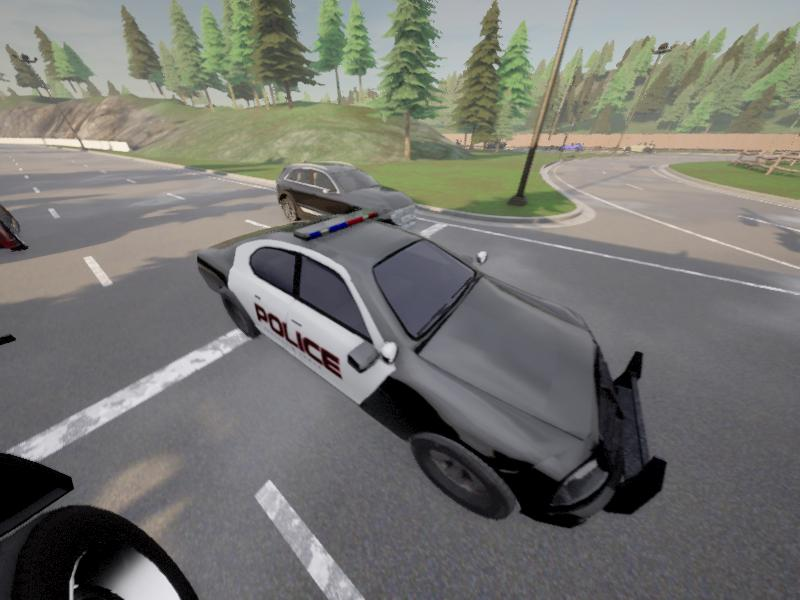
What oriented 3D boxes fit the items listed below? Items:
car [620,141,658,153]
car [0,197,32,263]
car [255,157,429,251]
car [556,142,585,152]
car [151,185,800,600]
[{"bbox_3d":[45.536,-29.263,44.176,4.605,1.855,1.932,22,41,28],"label":"car"},{"bbox_3d":[-10.638,-1.796,5.167,4.181,1.385,1.994,23,41,28],"label":"car"},{"bbox_3d":[-1.809,-3.188,6.996,4.856,1.649,2.033,23,41,28],"label":"car"},{"bbox_3d":[36.431,-32.779,49.445,4.514,1.525,2.007,22,41,28],"label":"car"},{"bbox_3d":[-0.288,-0.067,2.666,4.974,1.542,2.038,22,41,28],"label":"car"}]
